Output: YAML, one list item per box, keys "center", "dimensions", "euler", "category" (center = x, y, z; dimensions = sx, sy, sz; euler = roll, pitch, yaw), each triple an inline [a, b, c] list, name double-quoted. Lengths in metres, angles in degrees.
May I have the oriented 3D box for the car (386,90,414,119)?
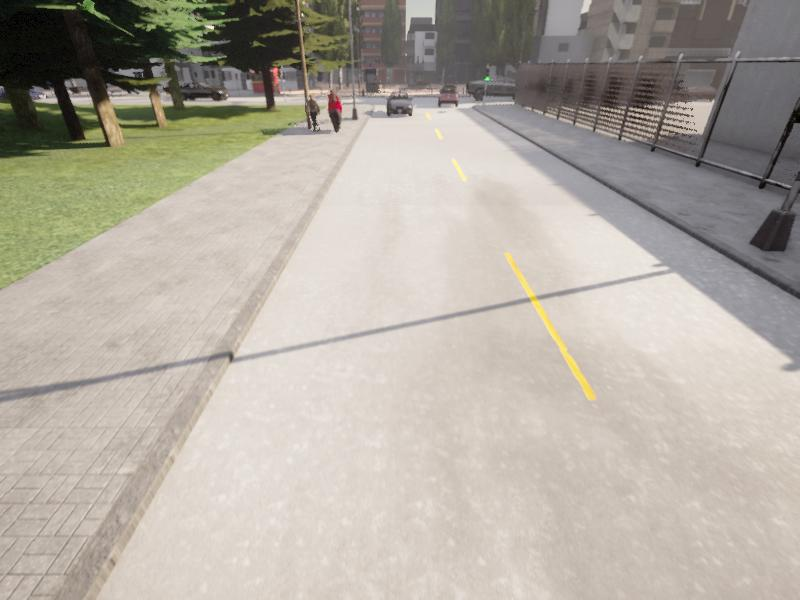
- center: [-0.033, -13.862, 28.271]
  dimensions: [1.816, 1.474, 4.193]
  euler: [0, 30, -1]
  category: "car"

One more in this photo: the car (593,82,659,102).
- center: [22.432, -20.716, 39.876]
  dimensions: [5.238, 1.638, 1.930]
  euler: [0, 30, 1]
  category: "car"

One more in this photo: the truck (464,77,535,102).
- center: [9.781, -20.893, 39.700]
  dimensions: [6.274, 2.098, 2.390]
  euler: [0, 30, 0]
  category: "truck"

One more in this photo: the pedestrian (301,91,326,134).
- center: [-4.248, -9.257, 19.746]
  dimensions: [0.751, 1.860, 0.751]
  euler: [7, 31, 12]
  category: "pedestrian"

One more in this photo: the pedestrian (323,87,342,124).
- center: [-3.857, -11.194, 23.062]
  dimensions: [0.751, 1.860, 0.751]
  euler: [3, 30, 6]
  category: "pedestrian"

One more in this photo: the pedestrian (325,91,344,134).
- center: [-3.177, -9.179, 19.614]
  dimensions: [0.751, 1.860, 0.751]
  euler: [-4, 31, -7]
  category: "pedestrian"

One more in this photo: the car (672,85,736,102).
- center: [30.252, -20.598, 39.886]
  dimensions: [4.674, 1.442, 1.812]
  euler: [0, 30, 0]
  category: "car"

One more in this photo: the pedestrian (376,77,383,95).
- center: [-2.392, -25.109, 46.876]
  dimensions: [0.751, 1.860, 0.751]
  euler: [-3, 30, -6]
  category: "pedestrian"

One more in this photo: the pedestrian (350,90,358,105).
- center: [-4.031, -17.659, 34.880]
  dimensions: [0.500, 1.100, 0.500]
  euler: [-12, 32, -20]
  category: "pedestrian"

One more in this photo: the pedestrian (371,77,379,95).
- center: [-2.876, -24.784, 46.319]
  dimensions: [0.751, 1.860, 0.751]
  euler: [6, 31, 10]
  category: "pedestrian"

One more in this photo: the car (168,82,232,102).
- center: [-19.792, -20.699, 39.788]
  dimensions: [5.027, 1.651, 2.152]
  euler: [0, 30, 0]
  category: "car"

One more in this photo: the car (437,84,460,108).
- center: [4.286, -18.035, 35.289]
  dimensions: [1.851, 1.617, 3.988]
  euler: [3, 30, 5]
  category: "car"

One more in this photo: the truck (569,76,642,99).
- center: [22.033, -22.916, 43.188]
  dimensions: [6.274, 2.098, 2.390]
  euler: [0, 30, 0]
  category: "truck"
